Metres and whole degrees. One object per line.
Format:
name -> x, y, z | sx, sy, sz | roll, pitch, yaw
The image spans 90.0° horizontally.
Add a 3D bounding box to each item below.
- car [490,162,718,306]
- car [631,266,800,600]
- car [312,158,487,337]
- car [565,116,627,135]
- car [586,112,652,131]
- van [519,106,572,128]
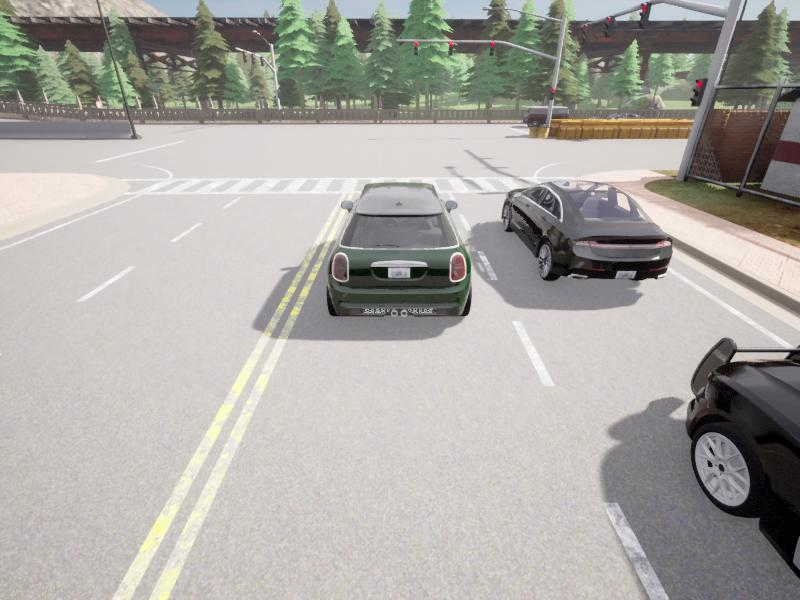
car -> 3.489, -1.691, 8.262 | 2.128, 1.511, 4.902 | 0, 27, 0
car -> 3.501, 1.619, 1.671 | 1.930, 1.638, 5.238 | 0, 27, 0
car -> -0.013, -1.315, 7.219 | 2.097, 1.767, 4.553 | 0, 27, 0
car -> 16.946, -15.217, 34.765 | 4.181, 1.385, 1.994 | -1, 27, -2
car -> 20.691, -16.937, 37.959 | 4.902, 1.511, 2.128 | -1, 27, -2
van -> 14.744, -18.657, 40.790 | 4.442, 1.987, 1.775 | -1, 27, -2
